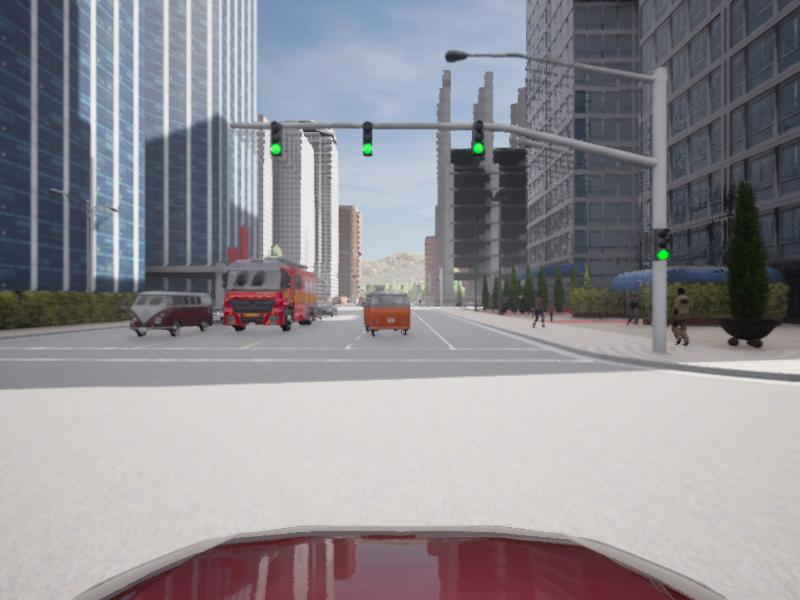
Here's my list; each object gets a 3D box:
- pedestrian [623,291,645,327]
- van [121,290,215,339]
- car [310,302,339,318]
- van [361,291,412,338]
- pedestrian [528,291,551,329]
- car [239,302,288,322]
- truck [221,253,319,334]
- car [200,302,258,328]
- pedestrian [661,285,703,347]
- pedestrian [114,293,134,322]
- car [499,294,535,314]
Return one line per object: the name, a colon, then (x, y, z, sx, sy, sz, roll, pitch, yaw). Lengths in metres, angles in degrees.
pedestrian: (12.509, 0.482, 21.397, 0.751, 1.860, 0.751, 0, 0, -6)
van: (-10.497, 0.599, 18.526, 1.775, 1.987, 4.442, 0, 0, 0)
car: (-7.002, 0.908, 37.621, 1.994, 1.385, 4.181, 0, 0, 0)
van: (-0.758, 0.598, 19.024, 1.775, 1.987, 4.442, 0, 0, -10)
pedestrian: (6.856, 0.485, 19.660, 0.751, 1.860, 0.751, 0, 0, -15)
car: (-10.498, 0.895, 31.279, 2.033, 1.411, 5.357, 0, 0, 0)
truck: (-7.003, -0.321, 23.107, 2.891, 3.827, 8.468, 0, 0, 0)
car: (-10.496, 0.854, 24.823, 1.970, 1.475, 3.806, 0, 0, 0)
pedestrian: (8.645, 0.485, 12.297, 0.751, 1.860, 0.751, 0, 0, 1)
pedestrian: (-17.761, 0.485, 25.744, 0.751, 1.860, 0.751, 0, 0, 1)
car: (13.126, 0.403, 44.511, 2.390, 2.098, 6.274, 0, 0, 31)
